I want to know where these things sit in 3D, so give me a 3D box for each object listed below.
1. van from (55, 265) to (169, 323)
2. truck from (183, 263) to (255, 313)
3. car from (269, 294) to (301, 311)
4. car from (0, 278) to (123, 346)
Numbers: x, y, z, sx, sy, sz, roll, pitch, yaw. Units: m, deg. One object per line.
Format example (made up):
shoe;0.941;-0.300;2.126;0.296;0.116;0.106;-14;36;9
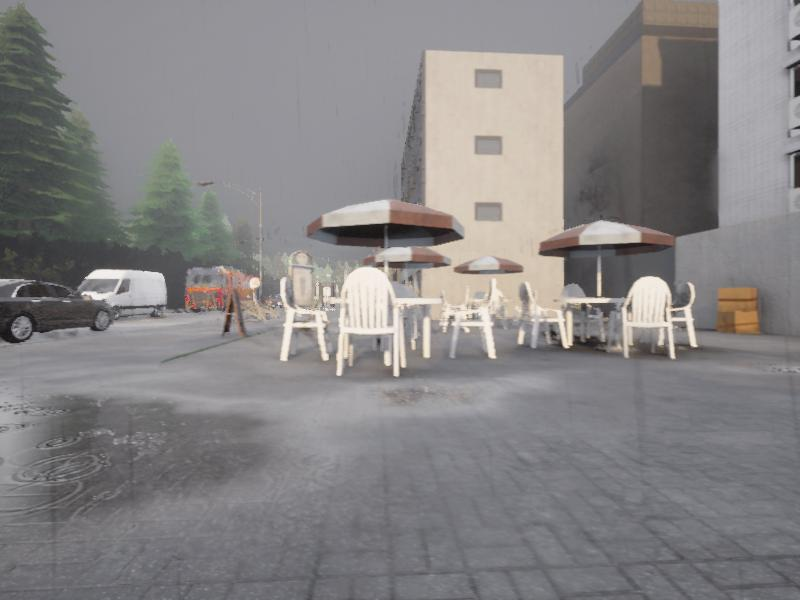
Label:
van;-14.533;-0.268;20.772;1.988;2.561;5.915;0;0;-4
truck;-15.430;-0.910;34.955;2.891;3.827;8.468;0;0;-4
car;-11.842;0.197;41.655;2.152;1.651;5.027;0;0;-4
car;-9.827;0.252;10.629;1.837;1.490;4.892;0;0;-5
